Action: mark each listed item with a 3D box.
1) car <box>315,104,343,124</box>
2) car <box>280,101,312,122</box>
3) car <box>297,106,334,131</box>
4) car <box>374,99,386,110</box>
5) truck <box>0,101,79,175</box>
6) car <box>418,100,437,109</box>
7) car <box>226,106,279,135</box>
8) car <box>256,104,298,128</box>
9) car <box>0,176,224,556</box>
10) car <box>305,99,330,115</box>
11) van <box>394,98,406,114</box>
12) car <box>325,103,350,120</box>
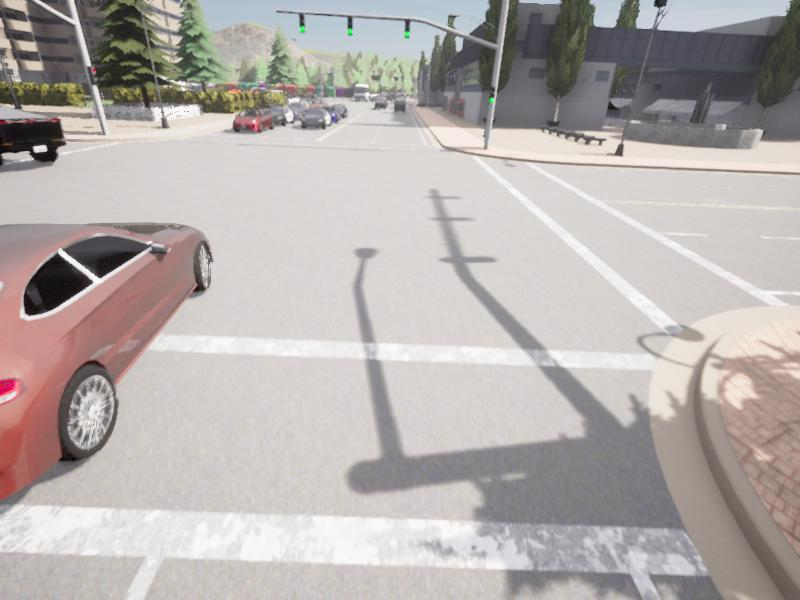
[{"bbox_3d":[-7.009,-18.580,39.889,2.007,1.525,4.514,2,28,-1],"label":"car"},{"bbox_3d":[-10.504,-19.235,40.714,2.033,1.649,4.856,2,28,-1],"label":"car"},{"bbox_3d":[-7.003,-15.351,33.697,2.038,1.542,4.974,2,28,-1],"label":"car"},{"bbox_3d":[-3.543,-35.013,71.572,1.930,1.638,5.238,2,28,-1],"label":"car"},{"bbox_3d":[-15.707,-6.075,14.512,6.274,2.098,2.390,8,27,10],"label":"truck"},{"bbox_3d":[5.968,-43.443,88.715,3.988,1.617,1.851,2,28,-1],"label":"car"},{"bbox_3d":[-10.558,-13.088,29.041,2.007,1.525,4.514,3,28,0],"label":"car"},{"bbox_3d":[-10.501,-15.973,34.569,2.038,1.542,4.974,2,28,-1],"label":"car"},{"bbox_3d":[-3.926,-0.055,4.568,2.152,1.651,5.027,-1,28,-8],"label":"car"},{"bbox_3d":[-10.515,-24.706,51.146,2.242,1.667,4.611,2,28,-1],"label":"car"},{"bbox_3d":[-0.030,-30.457,62.785,1.775,1.987,4.442,2,28,-1],"label":"van"},{"bbox_3d":[-7.016,-21.521,45.540,2.128,1.511,4.902,2,28,-1],"label":"car"}]
